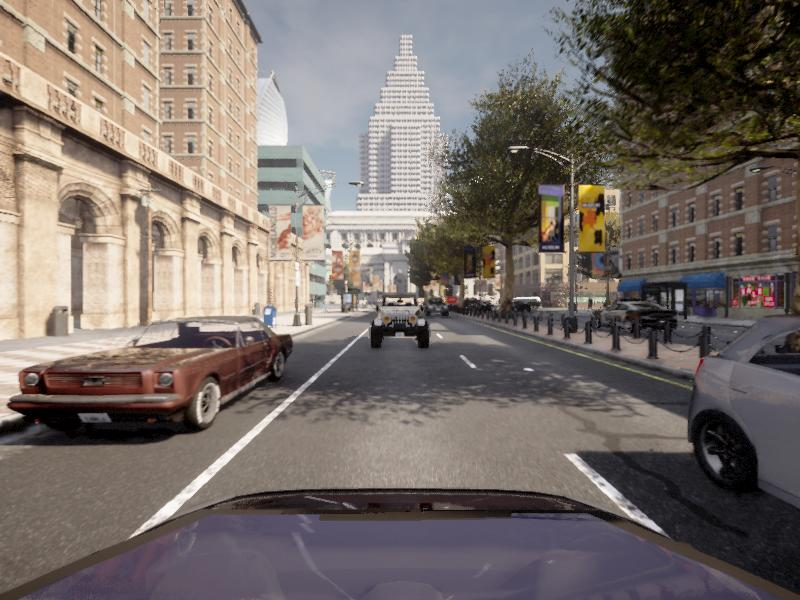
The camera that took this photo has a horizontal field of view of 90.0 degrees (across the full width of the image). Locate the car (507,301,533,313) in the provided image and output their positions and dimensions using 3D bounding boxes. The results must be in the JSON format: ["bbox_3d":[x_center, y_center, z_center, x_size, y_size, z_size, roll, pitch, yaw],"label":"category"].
[{"bbox_3d":[14.994,0.849,50.352,1.837,1.490,4.892,0,0,0],"label":"car"}]

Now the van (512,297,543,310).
[{"bbox_3d":[20.356,0.574,64.068,4.480,2.038,2.069,0,0,26],"label":"van"}]

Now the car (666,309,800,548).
[{"bbox_3d":[3.474,0.828,2.015,1.845,1.501,3.633,0,0,0],"label":"car"}]

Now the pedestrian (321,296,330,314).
[{"bbox_3d":[-7.699,0.487,41.210,0.751,1.860,0.751,0,0,2],"label":"pedestrian"}]

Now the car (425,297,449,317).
[{"bbox_3d":[3.483,0.655,38.380,1.932,1.855,4.605,0,0,0],"label":"car"}]

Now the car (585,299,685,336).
[{"bbox_3d":[11.548,0.772,20.214,1.930,1.638,5.238,0,0,-1],"label":"car"}]

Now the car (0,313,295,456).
[{"bbox_3d":[-3.251,0.939,6.443,1.895,1.301,4.718,0,0,0],"label":"car"}]

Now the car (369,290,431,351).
[{"bbox_3d":[-0.003,0.649,14.208,1.905,1.878,3.866,0,0,0],"label":"car"}]
